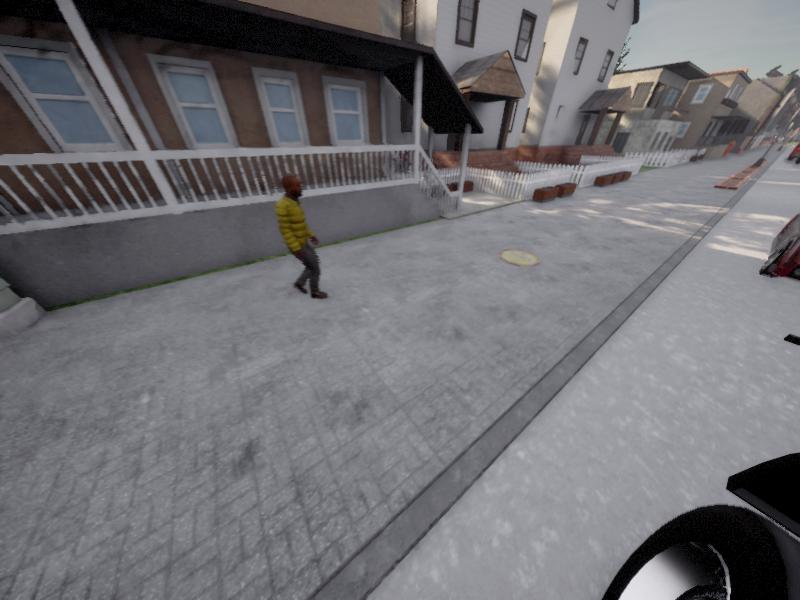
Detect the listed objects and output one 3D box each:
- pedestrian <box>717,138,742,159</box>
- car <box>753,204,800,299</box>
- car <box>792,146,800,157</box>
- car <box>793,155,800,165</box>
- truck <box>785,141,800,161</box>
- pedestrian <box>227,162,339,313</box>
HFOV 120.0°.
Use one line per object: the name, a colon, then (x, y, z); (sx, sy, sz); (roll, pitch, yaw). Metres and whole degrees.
pedestrian: (36.806, -16.951, 25.851); (0.751, 1.860, 0.751); (-22, 41, -28)
car: (8.752, -1.053, 4.153); (4.181, 1.385, 1.994); (-22, 41, -28)
car: (52.542, -19.146, 29.405); (4.792, 1.488, 2.163); (-22, 41, -28)
car: (38.858, -13.529, 21.473); (3.705, 1.549, 1.789); (-22, 41, -28)
truck: (45.596, -17.246, 24.726); (8.468, 3.827, 2.891); (-22, 41, -28)
pedestrian: (-1.431, -0.810, 3.231); (0.751, 1.860, 0.751); (-3, 35, -4)
